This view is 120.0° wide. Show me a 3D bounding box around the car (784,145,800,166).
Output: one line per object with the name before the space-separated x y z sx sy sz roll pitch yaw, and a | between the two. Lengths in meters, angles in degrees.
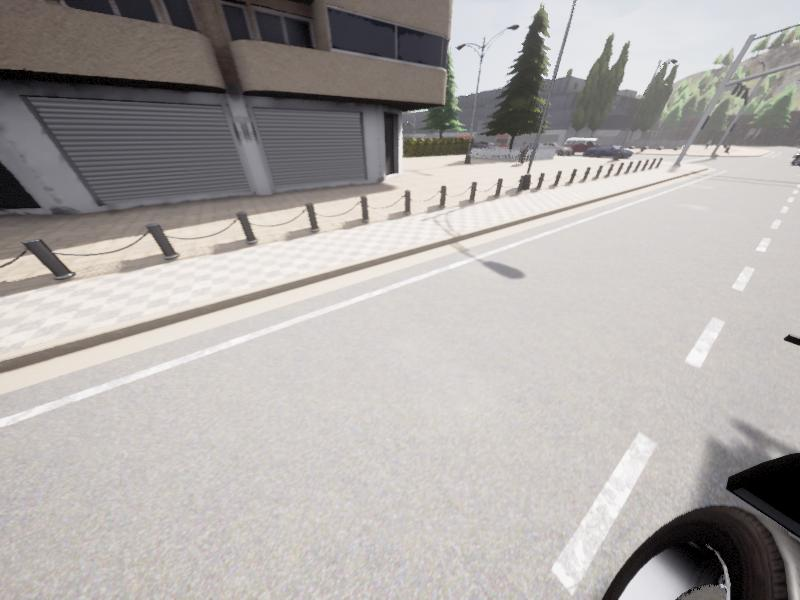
car | 35.755 -11.774 18.706 1.932 1.855 4.605 8 37 9

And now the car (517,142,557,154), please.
car | 21.807 -24.447 37.098 1.882 1.535 5.008 -21 40 -27

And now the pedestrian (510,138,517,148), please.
pedestrian | 25.386 -35.103 51.606 0.751 1.860 0.751 -24 42 -30

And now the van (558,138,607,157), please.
van | 25.441 -21.496 32.443 2.069 2.038 4.480 -21 40 -27

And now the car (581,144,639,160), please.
car | 25.096 -17.849 27.787 1.812 1.442 4.674 -20 40 -26

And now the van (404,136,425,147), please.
van | 3.908 -43.981 64.188 2.351 2.431 6.366 -21 40 -27

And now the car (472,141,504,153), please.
car | 15.163 -26.586 40.114 2.033 1.649 4.856 -21 39 -27

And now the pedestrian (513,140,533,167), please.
pedestrian | 10.288 -12.337 19.408 0.751 1.860 0.751 -27 43 -33

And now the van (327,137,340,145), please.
van | -26.125 -62.568 90.813 2.351 2.431 6.366 -20 40 -26

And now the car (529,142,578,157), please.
car | 21.389 -21.191 32.406 2.152 1.651 5.027 -21 40 -27
